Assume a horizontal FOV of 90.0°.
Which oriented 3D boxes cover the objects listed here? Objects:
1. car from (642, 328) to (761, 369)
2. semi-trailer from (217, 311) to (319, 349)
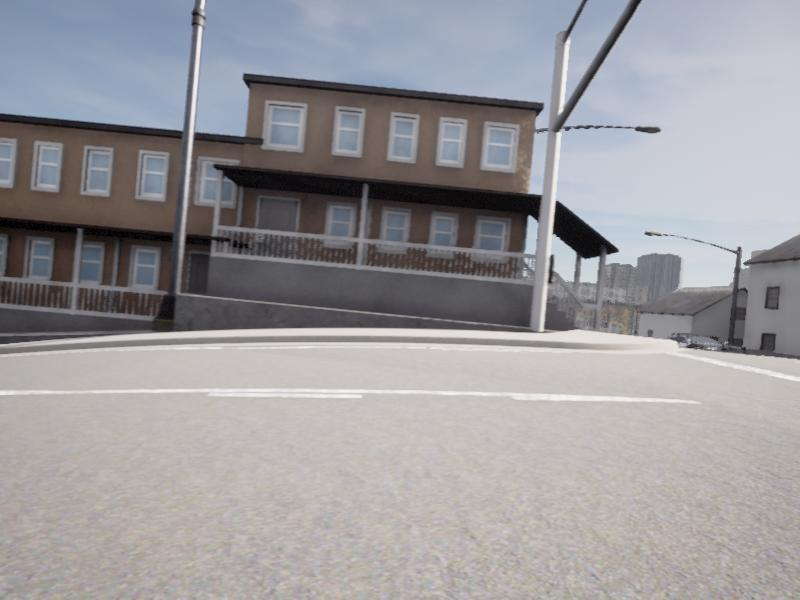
[{"bbox_3d":[14.285,2.401,19.435,2.038,1.542,4.974,5,-8,1],"label":"car"},{"bbox_3d":[-19.808,4.506,60.768,14.254,4.402,2.717,5,0,-4],"label":"semi-trailer"}]
